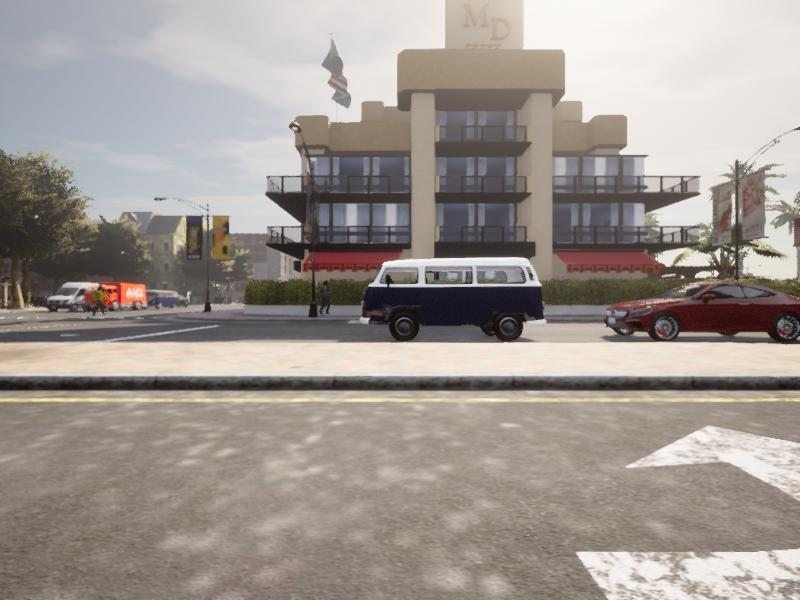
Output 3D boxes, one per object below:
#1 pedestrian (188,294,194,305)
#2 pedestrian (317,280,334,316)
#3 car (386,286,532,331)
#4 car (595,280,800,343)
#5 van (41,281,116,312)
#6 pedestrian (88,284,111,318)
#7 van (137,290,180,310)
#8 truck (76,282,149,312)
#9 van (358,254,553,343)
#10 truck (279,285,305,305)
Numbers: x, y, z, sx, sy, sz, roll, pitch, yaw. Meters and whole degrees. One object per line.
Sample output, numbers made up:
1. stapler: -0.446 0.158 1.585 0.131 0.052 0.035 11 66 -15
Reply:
1. pedestrian: -36.905 -0.101 70.589 0.751 1.860 0.751 0 0 8
2. pedestrian: -3.898 -0.113 20.902 0.751 1.860 0.751 0 0 -1
3. car: 1.888 0.270 13.699 4.674 1.442 1.812 0 0 0
4. car: 7.740 0.267 10.193 4.674 1.442 1.812 0 0 0
5. van: -28.378 -0.267 35.637 1.988 2.561 5.915 0 0 -1
6. pedestrian: -16.993 0.044 22.620 0.751 1.860 0.751 0 0 -4
7. van: -24.894 0.008 41.444 1.775 1.987 4.442 0 0 0
8. truck: -24.865 -0.234 34.945 2.627 2.467 5.204 0 0 0
9. van: 1.270 -0.029 10.195 4.480 2.038 2.069 0 0 0
10. truck: -21.560 -0.916 80.465 2.891 3.827 8.468 0 0 0
